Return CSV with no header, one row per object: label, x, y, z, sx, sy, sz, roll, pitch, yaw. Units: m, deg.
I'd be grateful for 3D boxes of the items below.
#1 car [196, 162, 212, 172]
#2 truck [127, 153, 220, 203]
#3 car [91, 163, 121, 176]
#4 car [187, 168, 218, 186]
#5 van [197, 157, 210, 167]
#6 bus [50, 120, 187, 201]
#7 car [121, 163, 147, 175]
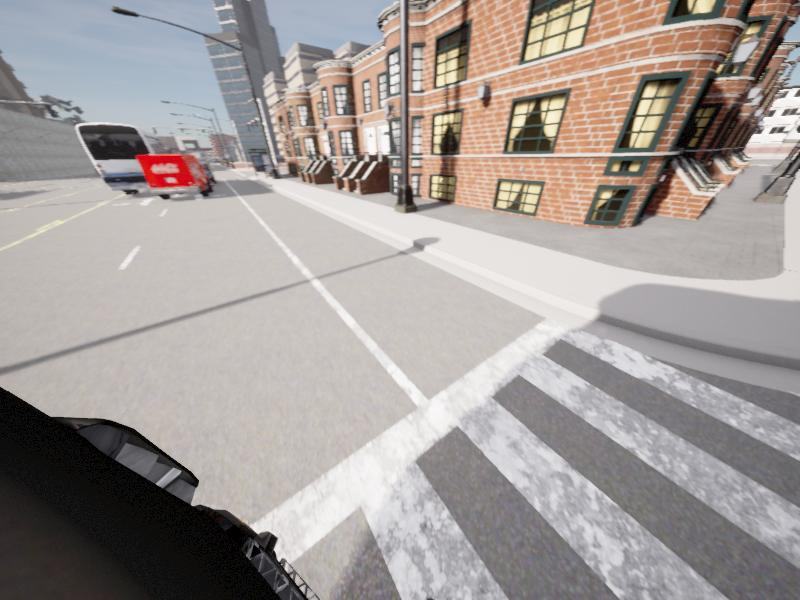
car,-40.823,-27.749,48.100,2.007,1.525,4.514,-22,38,-29
truck,-14.647,-8.367,15.576,2.627,2.467,5.204,-15,35,-21
car,-51.963,-23.210,40.926,1.932,1.855,4.605,-22,38,-29
car,-20.227,-12.722,23.762,1.895,1.301,4.718,-22,38,-29
van,-64.782,-45.568,76.201,2.351,2.431,6.366,-22,38,-29
bus,-20.963,-11.167,18.573,3.944,4.253,10.273,-22,38,-29
car,-49.232,-24.333,42.818,2.033,1.649,4.856,-22,38,-29
